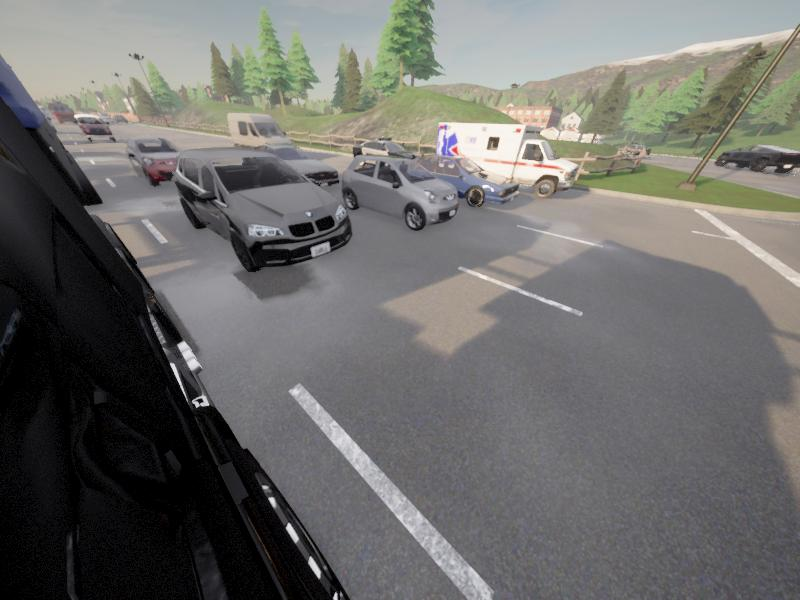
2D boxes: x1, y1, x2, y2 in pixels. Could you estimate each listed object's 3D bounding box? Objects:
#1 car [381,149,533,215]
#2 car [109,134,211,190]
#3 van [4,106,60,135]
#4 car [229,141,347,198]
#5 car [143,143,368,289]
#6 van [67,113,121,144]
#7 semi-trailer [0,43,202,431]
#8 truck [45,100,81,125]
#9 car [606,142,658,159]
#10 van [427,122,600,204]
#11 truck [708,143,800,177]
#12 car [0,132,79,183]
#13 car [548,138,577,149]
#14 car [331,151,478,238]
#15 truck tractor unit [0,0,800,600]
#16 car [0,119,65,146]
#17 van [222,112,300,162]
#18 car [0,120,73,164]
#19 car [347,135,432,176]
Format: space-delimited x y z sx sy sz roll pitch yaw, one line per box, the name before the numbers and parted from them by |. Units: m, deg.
car | 1.908 -4.923 9.178 5.357 1.411 2.033 28 44 30
car | -9.768 -5.748 9.433 3.633 1.501 1.845 28 44 30
van | -42.204 -20.743 26.681 6.366 2.431 2.351 28 44 30
car | -4.915 -5.839 9.972 5.357 1.411 2.033 28 44 30
car | -3.171 -2.275 5.089 4.611 1.667 2.242 28 44 30
van | -28.348 -15.906 21.411 4.480 2.038 2.069 28 44 30
semi-trailer | -8.700 -3.606 4.223 14.254 4.402 2.717 28 44 30
truck | -74.508 -41.357 51.023 8.468 3.827 2.891 28 44 30
car | 32.566 -21.229 32.692 1.930 1.638 5.238 1 37 -4
van | 4.694 -6.599 10.730 6.366 2.431 2.351 28 44 30
truck | 34.899 -13.803 22.531 2.390 2.098 6.274 11 38 10
car | -15.653 -6.075 9.661 4.181 1.385 1.994 28 43 30
car | 32.136 -31.043 45.808 1.851 1.617 3.988 -14 40 -21
car | -0.011 -3.266 6.729 3.633 1.501 1.845 28 44 30
truck tractor unit | -2.645 -0.295 0.352 6.516 4.208 3.053 28 44 30
car | -29.468 -13.535 18.641 4.792 1.488 2.163 28 44 30
van | -10.049 -11.772 16.626 5.915 2.561 1.988 27 43 30
car | -20.833 -8.972 12.967 5.027 1.651 2.152 28 44 30
car | -0.799 -9.219 14.542 5.238 1.638 1.930 28 44 30
